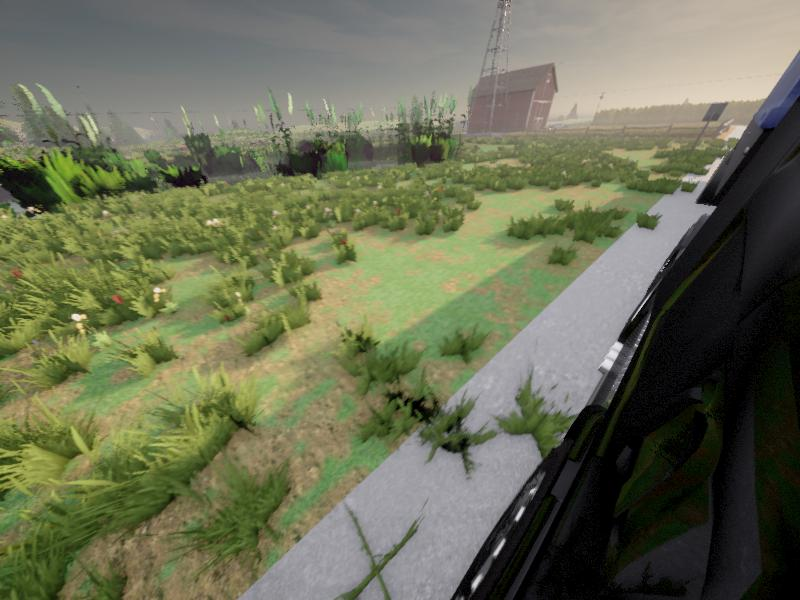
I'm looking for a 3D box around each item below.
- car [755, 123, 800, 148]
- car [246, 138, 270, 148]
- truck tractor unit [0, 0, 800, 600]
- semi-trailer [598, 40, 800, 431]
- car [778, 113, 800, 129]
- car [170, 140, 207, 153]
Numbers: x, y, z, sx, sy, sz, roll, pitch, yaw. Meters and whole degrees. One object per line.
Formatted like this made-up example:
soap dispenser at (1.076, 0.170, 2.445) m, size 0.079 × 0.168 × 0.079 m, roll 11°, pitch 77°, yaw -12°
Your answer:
car at (28.471, -11.448, 16.046) m, size 1.895 × 1.301 × 4.718 m, roll 10°, pitch 39°, yaw 17°
car at (-29.082, -32.165, 47.351) m, size 3.806 × 1.475 × 1.970 m, roll -24°, pitch 42°, yaw -26°
truck tractor unit at (2.645, -0.295, 0.351) m, size 6.516 × 4.208 × 3.053 m, roll -28°, pitch 44°, yaw -30°
semi-trailer at (8.687, -3.613, 4.239) m, size 14.254 × 4.402 × 2.717 m, roll -28°, pitch 44°, yaw -30°
car at (54.496, -24.550, 31.575) m, size 4.611 × 1.667 × 2.242 m, roll -28°, pitch 44°, yaw -30°
car at (-38.581, -28.140, 42.317) m, size 4.553 × 1.767 × 2.097 m, roll -23°, pitch 41°, yaw -25°
